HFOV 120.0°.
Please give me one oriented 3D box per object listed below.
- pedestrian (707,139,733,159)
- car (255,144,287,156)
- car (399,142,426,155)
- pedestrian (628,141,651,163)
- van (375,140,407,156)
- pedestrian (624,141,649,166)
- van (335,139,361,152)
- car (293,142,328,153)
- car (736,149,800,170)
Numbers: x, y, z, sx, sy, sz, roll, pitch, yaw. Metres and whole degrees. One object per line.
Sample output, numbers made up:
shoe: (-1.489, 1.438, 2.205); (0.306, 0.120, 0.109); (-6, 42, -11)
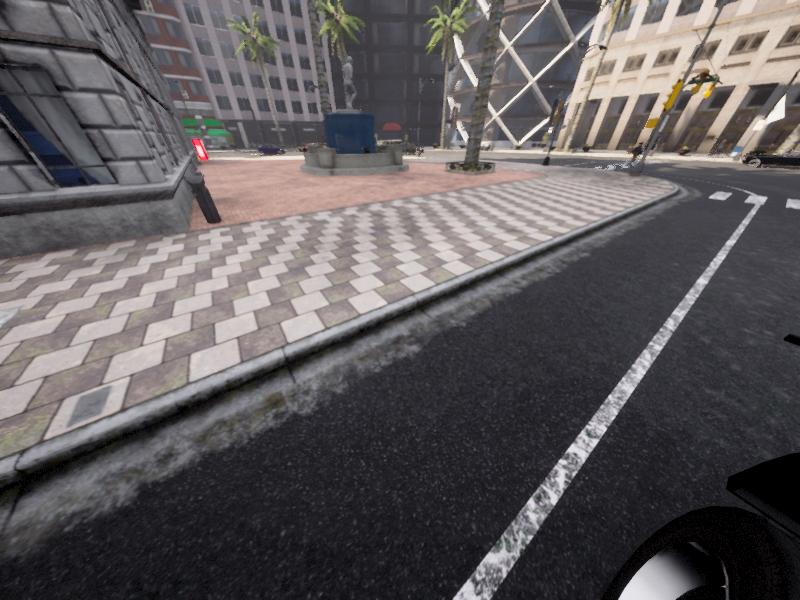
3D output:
pedestrian: (36.062, -17.077, 26.055); (0.751, 1.860, 0.751); (19, 40, 25)
car: (-19.466, -22.801, 35.096); (3.633, 1.501, 1.845); (-8, 36, -11)
car: (1.972, -24.112, 36.769); (3.988, 1.617, 1.851); (12, 37, 16)
pedestrian: (24.818, -15.361, 23.945); (0.751, 1.860, 0.751); (-21, 40, -27)
van: (-1.308, -22.779, 34.563); (4.442, 1.987, 1.775); (9, 36, 12)
pedestrian: (22.080, -13.687, 21.583); (0.751, 1.860, 0.751); (-23, 41, -29)
van: (-9.847, -29.495, 44.153); (4.442, 1.987, 1.775); (2, 35, 3)
car: (-15.842, -27.242, 41.340); (5.366, 1.575, 1.801); (-3, 35, -4)
car: (32.411, -11.737, 19.287); (1.895, 1.301, 4.718); (-22, 40, -28)
